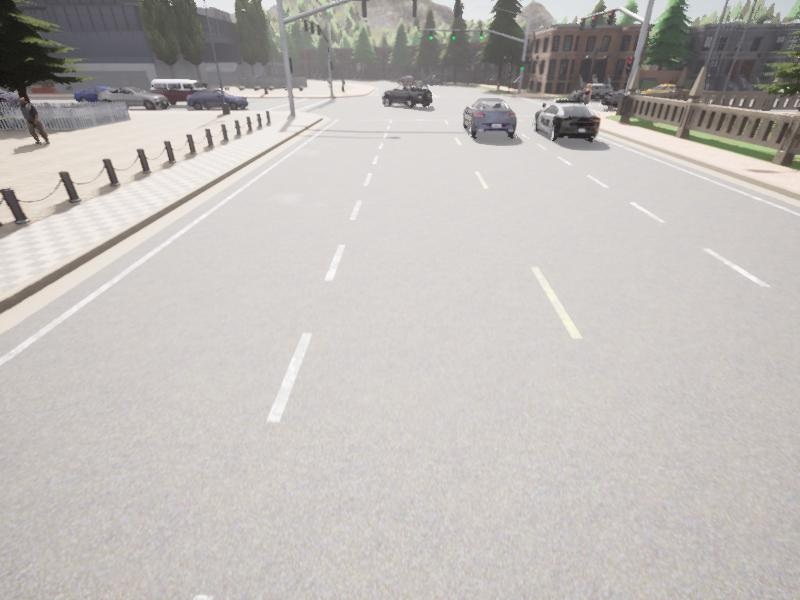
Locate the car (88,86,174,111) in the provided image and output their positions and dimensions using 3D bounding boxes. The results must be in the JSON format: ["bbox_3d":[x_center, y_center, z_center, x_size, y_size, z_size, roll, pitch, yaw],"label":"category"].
[{"bbox_3d":[-21.283,-16.053,31.861,5.027,1.651,2.152,1,30,1],"label":"car"}]

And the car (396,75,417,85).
[{"bbox_3d":[1.182,-42.431,77.102,2.163,1.488,4.792,-14,33,-23],"label":"car"}]

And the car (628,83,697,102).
[{"bbox_3d":[26.045,-20.718,39.852,5.366,1.575,1.801,1,30,1],"label":"car"}]

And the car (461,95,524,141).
[{"bbox_3d":[4.531,-9.446,20.547,2.152,1.651,5.027,1,30,1],"label":"car"}]

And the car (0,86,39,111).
[{"bbox_3d":[-32.561,-16.199,32.118,4.856,1.649,2.033,0,30,2],"label":"car"}]

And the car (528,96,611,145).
[{"bbox_3d":[8.003,-8.879,19.555,1.930,1.638,5.238,1,30,1],"label":"car"}]

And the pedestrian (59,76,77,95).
[{"bbox_3d":[-38.411,-24.820,46.280,0.751,1.860,0.751,-1,30,-2],"label":"pedestrian"}]

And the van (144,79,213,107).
[{"bbox_3d":[-19.127,-17.969,34.723,4.480,2.038,2.069,1,30,1],"label":"van"}]

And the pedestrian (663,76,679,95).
[{"bbox_3d":[30.809,-24.346,45.427,0.751,1.860,0.751,0,30,0],"label":"pedestrian"}]

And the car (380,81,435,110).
[{"bbox_3d":[0.574,-17.293,33.722,1.932,1.855,4.605,-24,38,-37],"label":"car"}]

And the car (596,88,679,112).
[{"bbox_3d":[18.298,-15.494,30.992,4.902,1.511,2.128,-1,30,-1],"label":"car"}]

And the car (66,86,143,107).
[{"bbox_3d":[-25.722,-17.841,35.006,5.008,1.535,1.882,1,30,1],"label":"car"}]

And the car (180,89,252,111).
[{"bbox_3d":[-14.488,-15.859,31.703,4.674,1.442,1.812,2,30,3],"label":"car"}]

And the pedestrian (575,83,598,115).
[{"bbox_3d":[12.651,-13.656,27.155,0.751,1.860,0.751,-11,32,-17],"label":"pedestrian"}]

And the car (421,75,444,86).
[{"bbox_3d":[6.081,-41.221,74.972,2.242,1.667,4.611,-13,33,-20],"label":"car"}]

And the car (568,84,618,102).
[{"bbox_3d":[19.253,-20.763,40.036,3.806,1.475,1.970,1,30,1],"label":"car"}]

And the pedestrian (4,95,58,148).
[{"bbox_3d":[-14.769,-7.171,16.073,0.751,1.860,0.751,-3,30,-6],"label":"pedestrian"}]
